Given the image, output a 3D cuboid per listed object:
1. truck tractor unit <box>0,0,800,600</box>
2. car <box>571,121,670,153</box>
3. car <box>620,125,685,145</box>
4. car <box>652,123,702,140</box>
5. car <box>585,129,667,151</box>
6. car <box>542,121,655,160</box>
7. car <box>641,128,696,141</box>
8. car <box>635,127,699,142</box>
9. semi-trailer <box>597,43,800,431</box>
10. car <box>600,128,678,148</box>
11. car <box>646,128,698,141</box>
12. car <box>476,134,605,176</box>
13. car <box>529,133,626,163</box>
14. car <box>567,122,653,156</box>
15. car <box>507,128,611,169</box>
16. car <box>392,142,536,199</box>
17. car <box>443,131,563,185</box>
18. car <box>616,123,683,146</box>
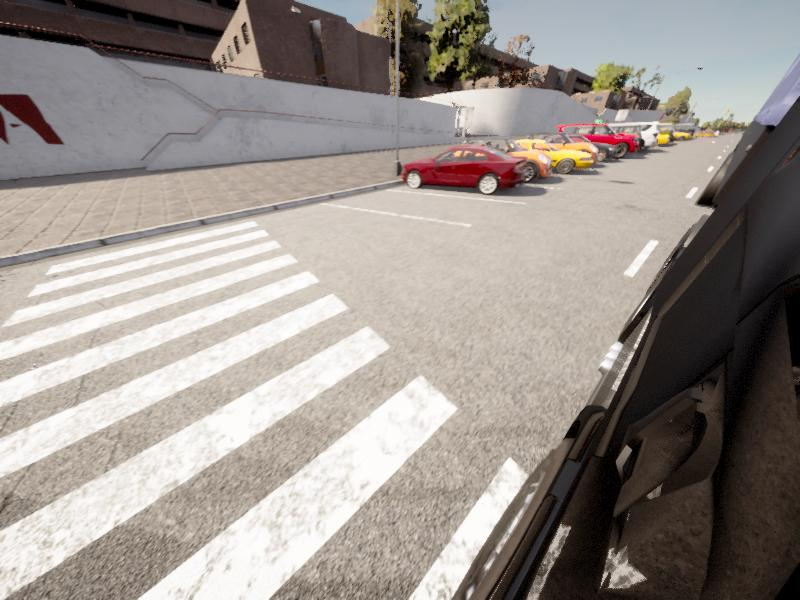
[{"bbox_3d":[2.645,-0.295,0.352,6.516,4.208,3.053,-28,44,-30],"label":"truck tractor unit"},{"bbox_3d":[18.319,-13.883,19.781,5.566,2.045,2.435,18,40,25],"label":"car"},{"bbox_3d":[29.727,-19.584,27.477,4.553,1.767,2.185,18,40,25],"label":"car"},{"bbox_3d":[43.542,-26.574,36.505,4.442,1.987,1.878,18,40,25],"label":"car"},{"bbox_3d":[20.629,-14.839,21.443,5.008,1.535,2.097,18,40,25],"label":"car"},{"bbox_3d":[13.813,-11.530,16.736,5.566,2.045,2.435,17,40,25],"label":"car"},{"bbox_3d":[38.882,-24.074,33.660,4.674,1.452,2.002,18,40,25],"label":"car"},{"bbox_3d":[36.762,-22.900,32.032,5.366,1.575,1.946,18,40,25],"label":"car"},{"bbox_3d":[8.708,-3.574,4.254,14.254,4.402,2.717,-28,44,-30],"label":"semi-trailer"},{"bbox_3d":[25.030,-17.207,24.558,5.366,1.575,1.946,18,40,25],"label":"car"},{"bbox_3d":[41.165,-25.228,35.177,4.674,1.452,2.002,18,40,25],"label":"car"},{"bbox_3d":[7.119,-7.740,12.301,5.366,1.575,1.946,17,40,25],"label":"car"},{"bbox_3d":[11.511,-10.123,15.408,4.674,1.452,2.002,17,40,25],"label":"car"},{"bbox_3d":[16.166,-12.657,18.224,4.442,1.987,1.878,17,40,25],"label":"car"},{"bbox_3d":[9.203,-9.081,13.818,4.553,1.767,2.185,17,40,25],"label":"car"},{"bbox_3d":[2.401,-5.392,9.380,5.008,1.535,2.097,17,41,25],"label":"car"},{"bbox_3d":[4.644,-6.703,10.821,4.553,1.767,2.185,17,40,25],"label":"car"},{"bbox_3d":[27.572,-18.468,25.834,4.442,1.987,1.878,18,40,25],"label":"car"}]
